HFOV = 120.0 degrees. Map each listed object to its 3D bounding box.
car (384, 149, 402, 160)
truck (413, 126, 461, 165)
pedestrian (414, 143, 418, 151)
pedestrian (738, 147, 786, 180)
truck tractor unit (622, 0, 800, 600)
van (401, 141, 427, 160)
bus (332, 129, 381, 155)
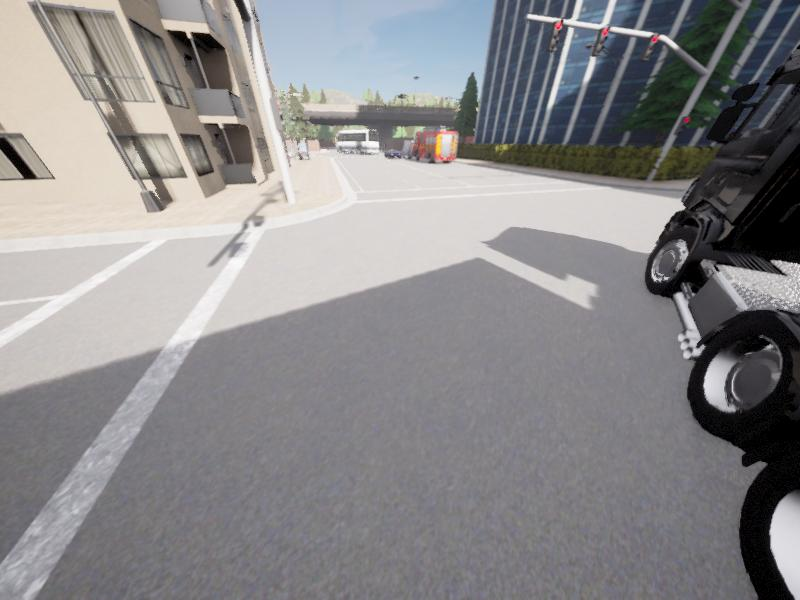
[{"bbox_3d":[-1.234,-23.719,37.575,1.895,1.301,4.718,-9,35,-13],"label":"car"},{"bbox_3d":[4.456,-20.506,30.647,2.891,3.827,8.468,-9,35,-13],"label":"truck"},{"bbox_3d":[4.210,-41.071,62.003,0.751,1.860,0.751,-14,37,-20],"label":"pedestrian"},{"bbox_3d":[24.072,-9.094,15.404,0.751,1.860,0.751,-9,35,-12],"label":"pedestrian"},{"bbox_3d":[4.553,-0.648,1.290,3.053,4.208,6.516,22,40,28],"label":"truck tractor unit"},{"bbox_3d":[2.120,-24.757,38.089,2.351,2.431,6.366,-9,35,-13],"label":"van"},{"bbox_3d":[-9.285,-33.307,48.871,10.273,4.253,3.944,24,39,31],"label":"bus"}]
